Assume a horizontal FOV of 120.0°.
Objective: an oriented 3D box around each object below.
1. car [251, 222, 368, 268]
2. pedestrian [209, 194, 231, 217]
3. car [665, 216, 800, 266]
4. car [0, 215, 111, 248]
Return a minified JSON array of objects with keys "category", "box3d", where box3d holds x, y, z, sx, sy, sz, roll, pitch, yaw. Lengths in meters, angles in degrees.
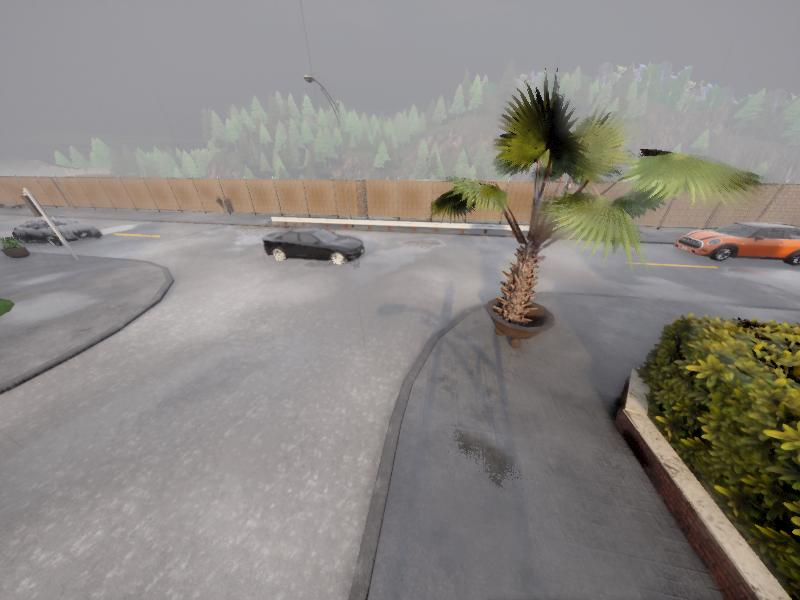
[{"category":"car","box3d":[-4.356,-2.879,11.661,5.008,1.535,1.882,5,30,9]},{"category":"pedestrian","box3d":[-16.335,-8.613,21.013,0.751,1.860,0.751,5,30,8]},{"category":"car","box3d":[17.471,-3.080,11.753,4.553,1.767,2.097,5,30,9]},{"category":"car","box3d":[-21.192,-4.285,14.266,4.181,1.385,1.994,5,30,9]}]
